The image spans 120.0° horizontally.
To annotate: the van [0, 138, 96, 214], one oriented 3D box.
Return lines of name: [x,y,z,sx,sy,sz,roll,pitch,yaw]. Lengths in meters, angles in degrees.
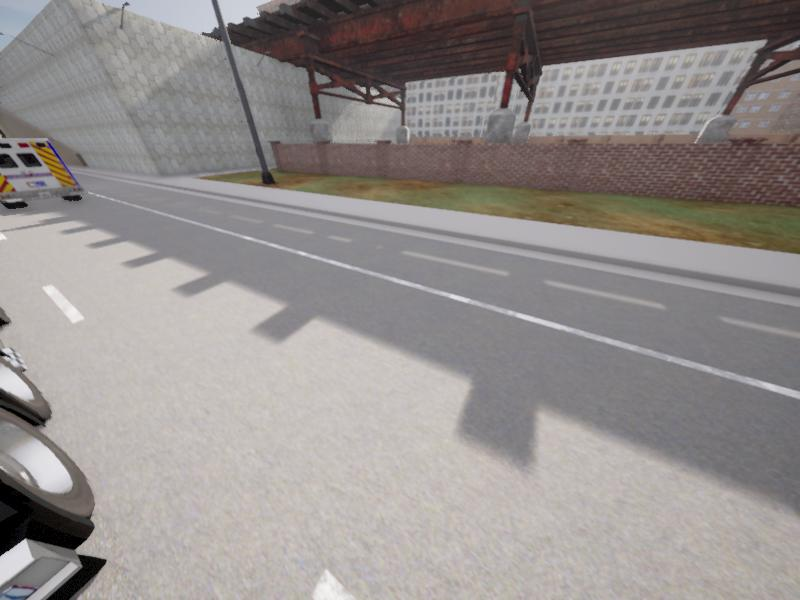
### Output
van: [-17.471,-5.851,10.525,6.366,2.431,2.351,18,39,24]

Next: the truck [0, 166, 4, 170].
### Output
truck: [-44.903,-15.306,23.229,8.468,3.827,2.891,18,39,25]

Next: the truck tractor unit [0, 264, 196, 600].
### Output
truck tractor unit: [-5.112,-0.297,0.799,6.516,4.208,3.053,18,38,24]
